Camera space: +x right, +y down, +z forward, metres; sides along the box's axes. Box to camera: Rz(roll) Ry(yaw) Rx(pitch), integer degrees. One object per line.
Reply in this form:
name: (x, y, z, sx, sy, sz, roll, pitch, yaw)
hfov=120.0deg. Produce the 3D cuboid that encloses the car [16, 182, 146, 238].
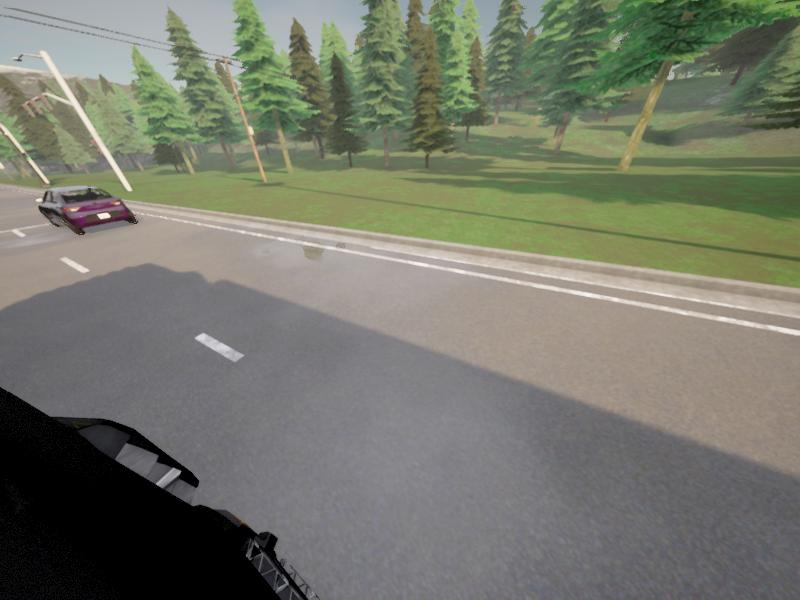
car: (-12.634, -3.723, 9.181, 4.193, 1.474, 1.816, 15, 37, 24)
